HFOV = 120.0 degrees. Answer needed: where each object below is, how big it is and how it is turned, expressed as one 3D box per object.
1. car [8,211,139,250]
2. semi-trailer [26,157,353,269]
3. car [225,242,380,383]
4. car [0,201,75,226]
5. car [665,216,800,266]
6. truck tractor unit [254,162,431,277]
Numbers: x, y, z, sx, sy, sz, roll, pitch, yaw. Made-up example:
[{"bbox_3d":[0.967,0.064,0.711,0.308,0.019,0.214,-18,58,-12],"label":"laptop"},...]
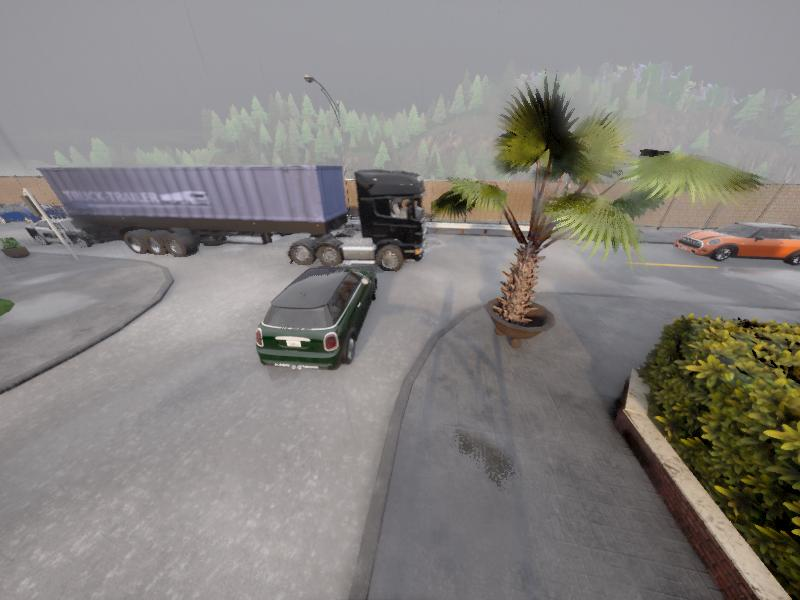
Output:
[{"bbox_3d":[-19.482,-4.255,13.940,5.238,1.638,1.930,5,30,9],"label":"car"},{"bbox_3d":[-9.869,-4.609,11.780,14.254,4.402,2.717,5,30,9],"label":"semi-trailer"},{"bbox_3d":[-2.021,-0.135,6.652,2.097,1.767,4.553,3,30,5],"label":"car"},{"bbox_3d":[-30.768,-7.234,19.204,5.008,1.535,1.882,5,30,9],"label":"car"},{"bbox_3d":[17.471,-3.080,11.753,4.553,1.767,2.097,5,30,9],"label":"car"},{"bbox_3d":[-2.075,-3.841,10.644,6.516,4.208,3.053,5,30,9],"label":"truck tractor unit"}]
